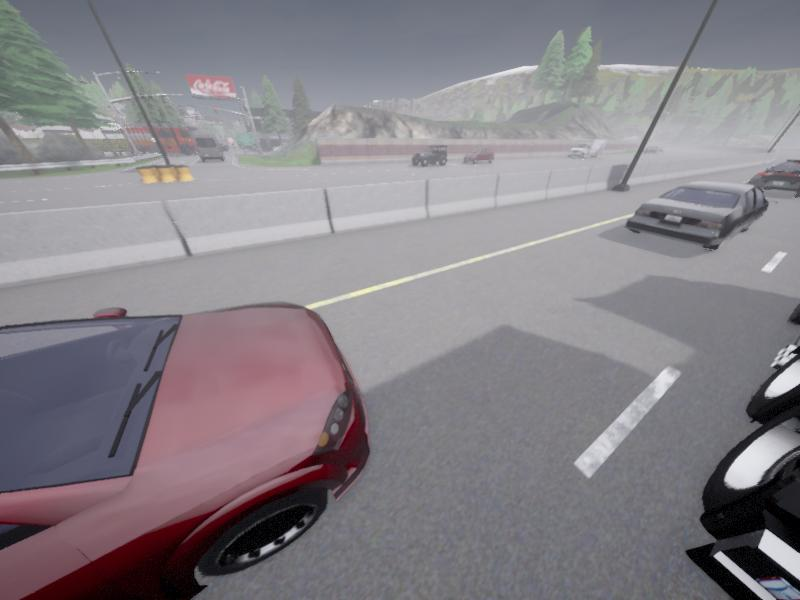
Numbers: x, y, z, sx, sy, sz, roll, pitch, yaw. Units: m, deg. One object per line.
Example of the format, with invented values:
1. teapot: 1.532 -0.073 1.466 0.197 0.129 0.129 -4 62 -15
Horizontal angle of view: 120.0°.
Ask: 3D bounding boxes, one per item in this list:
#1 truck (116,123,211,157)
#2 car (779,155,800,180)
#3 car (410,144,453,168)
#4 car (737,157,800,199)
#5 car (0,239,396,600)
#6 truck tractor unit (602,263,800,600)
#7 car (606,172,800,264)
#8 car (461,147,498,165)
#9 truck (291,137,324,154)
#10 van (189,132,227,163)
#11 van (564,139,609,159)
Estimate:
1. truck: -33.195 -22.805 33.002 8.468 3.827 2.891 -6 35 -7
2. car: 31.829 -10.175 17.610 4.974 1.542 2.038 -18 39 -24
3. car: 3.201 -14.870 23.766 3.866 1.878 1.905 -18 39 -24
4. car: 21.166 -6.714 12.528 4.974 1.542 2.038 -18 39 -24
5. car: -2.336 0.984 1.375 4.181 1.385 1.994 -18 39 -24
6. truck tractor unit: 5.114 -0.296 0.786 6.516 4.208 3.053 -18 39 -24
7. car: 8.813 -2.646 6.679 5.357 1.411 2.033 -18 39 -24
8. car: 9.208 -16.681 26.725 3.705 1.549 1.789 -18 39 -24
9. truck: -18.064 -30.352 45.274 5.204 2.467 2.627 -19 39 -23
10. van: -20.662 -16.658 25.195 1.988 2.561 5.915 -18 39 -25
11. van: 28.999 -23.469 35.911 6.366 2.431 2.351 -18 39 -24
